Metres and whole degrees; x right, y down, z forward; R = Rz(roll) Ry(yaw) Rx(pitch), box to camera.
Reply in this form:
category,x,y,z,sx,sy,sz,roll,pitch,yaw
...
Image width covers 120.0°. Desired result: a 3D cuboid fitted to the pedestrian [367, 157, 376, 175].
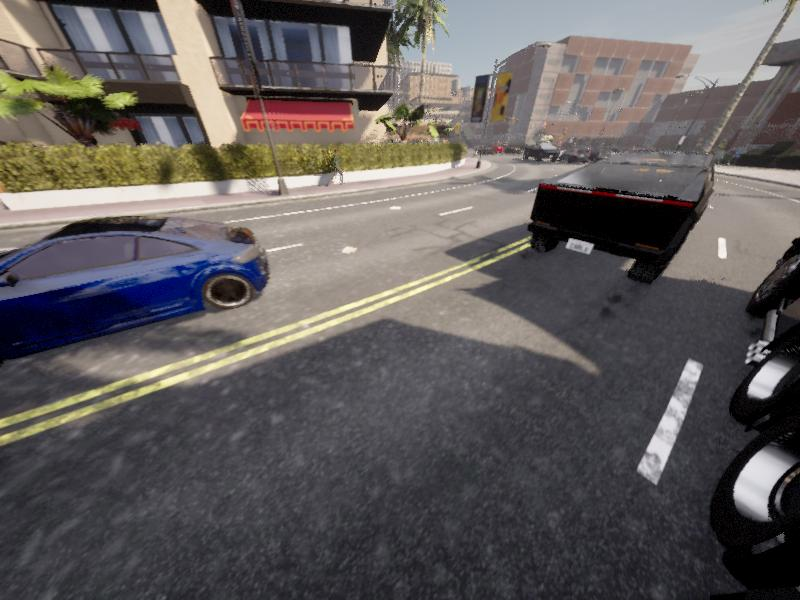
category,x,y,z,sx,sy,sz,roll,pitch,yaw
pedestrian,-2.207,-10.405,17.932,0.500,1.100,0.500,-25,42,-31

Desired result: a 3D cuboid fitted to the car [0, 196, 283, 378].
category,x,y,z,sx,sy,sz,roll,pitch,yaw
car,-4.368,-0.440,3.480,4.181,1.385,1.994,-19,39,-26

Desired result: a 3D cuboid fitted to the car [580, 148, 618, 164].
category,x,y,z,sx,sy,sz,roll,pitch,yaw
car,26.395,-19.328,30.894,1.851,1.617,3.988,4,35,6

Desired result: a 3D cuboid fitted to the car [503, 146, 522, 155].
category,x,y,z,sx,sy,sz,roll,pitch,yaw
car,24.436,-32.615,50.251,1.789,1.549,3.705,-5,35,-8

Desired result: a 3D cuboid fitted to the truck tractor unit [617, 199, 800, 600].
category,x,y,z,sx,sy,sz,roll,pitch,yaw
truck tractor unit,4.995,-0.399,0.938,6.516,4.208,3.053,-23,41,-29

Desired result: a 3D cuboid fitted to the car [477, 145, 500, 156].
category,x,y,z,sx,sy,sz,roll,pitch,yaw
car,17.976,-30.729,47.393,1.930,1.638,5.238,-6,35,-8

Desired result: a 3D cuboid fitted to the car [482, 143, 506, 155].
category,x,y,z,sx,sy,sz,roll,pitch,yaw
car,20.687,-33.550,51.150,2.150,2.045,5.566,-5,35,-8

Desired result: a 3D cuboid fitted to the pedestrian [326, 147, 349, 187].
category,x,y,z,sx,sy,sz,roll,pitch,yaw
pedestrian,-3.455,-7.408,12.870,0.751,1.860,0.751,-25,42,-32

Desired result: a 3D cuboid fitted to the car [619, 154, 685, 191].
category,x,y,z,sx,sy,sz,roll,pitch,yaw
car,16.079,-8.473,15.080,1.801,1.575,5.366,22,40,28

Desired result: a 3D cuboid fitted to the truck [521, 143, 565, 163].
category,x,y,z,sx,sy,sz,roll,pitch,yaw
truck,19.782,-20.745,32.485,2.390,2.098,6.274,1,35,1

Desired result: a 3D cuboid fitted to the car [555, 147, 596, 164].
category,x,y,z,sx,sy,sz,roll,pitch,yaw
car,22.825,-19.006,30.347,2.242,1.667,4.611,5,35,7

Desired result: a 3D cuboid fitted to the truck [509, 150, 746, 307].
category,x,y,z,sx,sy,sz,roll,pitch,yaw
truck,5.770,-2.388,5.722,6.274,2.098,2.390,-24,42,-31

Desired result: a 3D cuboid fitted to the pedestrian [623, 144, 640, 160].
category,x,y,z,sx,sy,sz,roll,pitch,yaw
pedestrian,33.195,-21.172,33.075,0.751,1.860,0.751,-6,35,-9
